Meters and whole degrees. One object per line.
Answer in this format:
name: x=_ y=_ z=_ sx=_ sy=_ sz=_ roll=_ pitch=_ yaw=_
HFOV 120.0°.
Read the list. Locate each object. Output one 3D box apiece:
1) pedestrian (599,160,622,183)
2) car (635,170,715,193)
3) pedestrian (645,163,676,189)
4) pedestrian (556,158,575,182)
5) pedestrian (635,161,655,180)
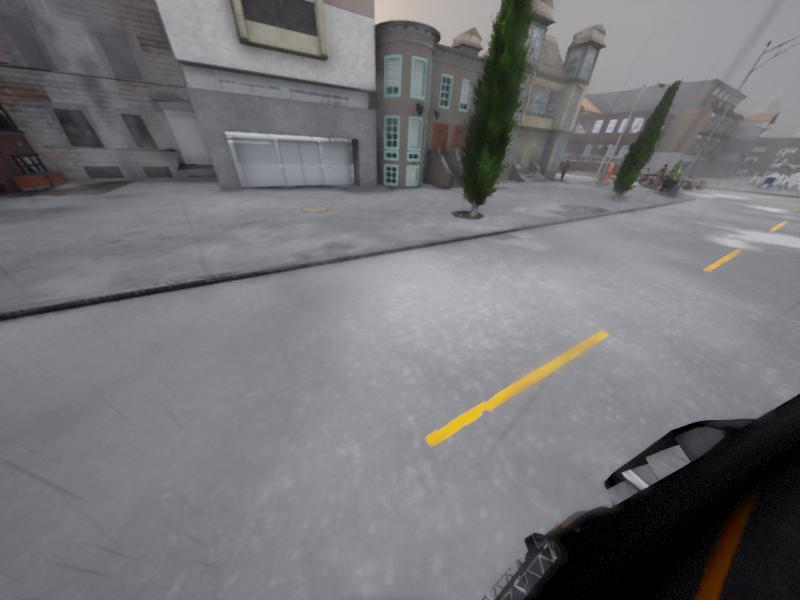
pedestrian: x=20.022 y=-12.230 z=22.015 sx=0.751 sy=1.860 sz=0.751 roll=8 pitch=34 yaw=8
car: x=24.874 y=-10.915 z=21.069 sx=1.994 sy=1.385 sz=4.181 roll=-15 pitch=37 yaw=-25
pedestrian: x=21.962 y=-10.463 z=19.492 sx=0.751 sy=1.860 sz=0.751 roll=-5 pitch=34 yaw=-11
pedestrian: x=15.127 y=-11.893 z=21.163 sx=0.751 sy=1.860 sz=0.751 roll=21 pitch=38 yaw=25
pedestrian: x=28.511 y=-15.058 z=26.919 sx=0.751 sy=1.860 sz=0.751 roll=15 pitch=36 yaw=18
